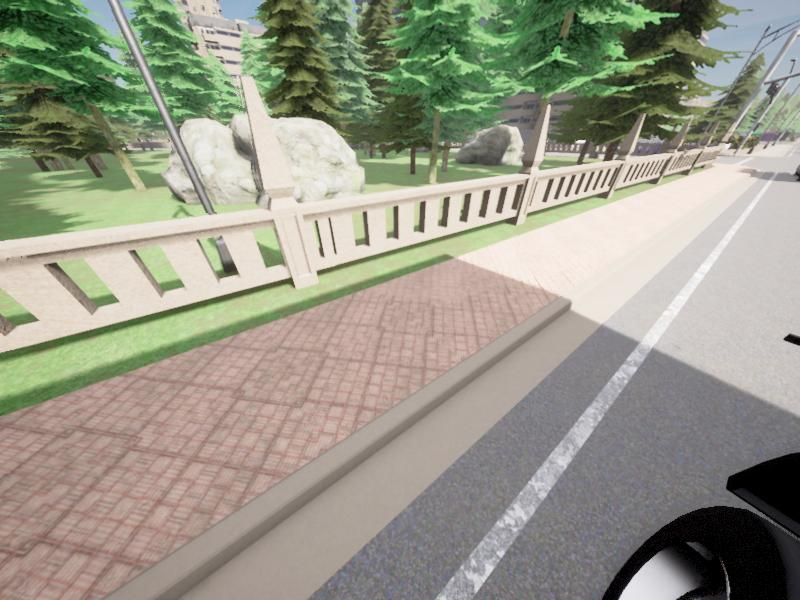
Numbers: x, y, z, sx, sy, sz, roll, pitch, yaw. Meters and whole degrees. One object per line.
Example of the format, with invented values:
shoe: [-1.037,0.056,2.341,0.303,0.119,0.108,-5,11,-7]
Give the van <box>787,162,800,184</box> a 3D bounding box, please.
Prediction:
van: [25.731,-8.316,13.408,6.366,2.431,2.351,-22,41,-28]

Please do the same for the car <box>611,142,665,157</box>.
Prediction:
car: [32.405,-20.635,31.610,2.007,1.525,4.514,-22,41,-28]

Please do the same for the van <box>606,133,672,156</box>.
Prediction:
van: [34.593,-22.774,33.750,1.988,2.561,5.915,-22,41,-28]
